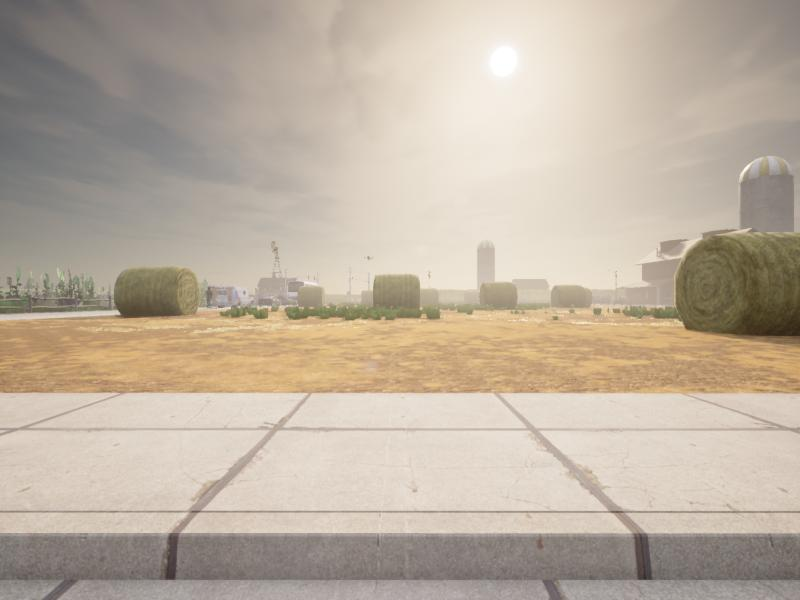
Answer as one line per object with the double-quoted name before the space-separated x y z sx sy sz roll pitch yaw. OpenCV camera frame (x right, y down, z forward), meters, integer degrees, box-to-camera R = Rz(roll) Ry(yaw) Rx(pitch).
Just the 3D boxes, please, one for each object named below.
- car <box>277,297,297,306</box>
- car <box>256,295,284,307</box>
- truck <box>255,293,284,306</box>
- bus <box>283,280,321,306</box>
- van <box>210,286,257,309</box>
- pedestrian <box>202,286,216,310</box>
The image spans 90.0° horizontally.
"car" -17.830 0.206 63.155 1.816 1.474 4.193 0 0 3
"car" -18.168 0.123 56.124 1.930 1.638 5.238 0 0 3
"truck" -21.220 -0.110 65.491 2.390 2.098 6.274 0 0 3
"bus" -17.491 -1.186 72.674 3.944 4.253 10.273 0 0 3
"van" -18.682 -0.270 45.348 2.351 2.431 6.366 0 0 3
"pedestrian" -14.684 -0.161 30.790 0.751 1.860 0.751 0 0 0
